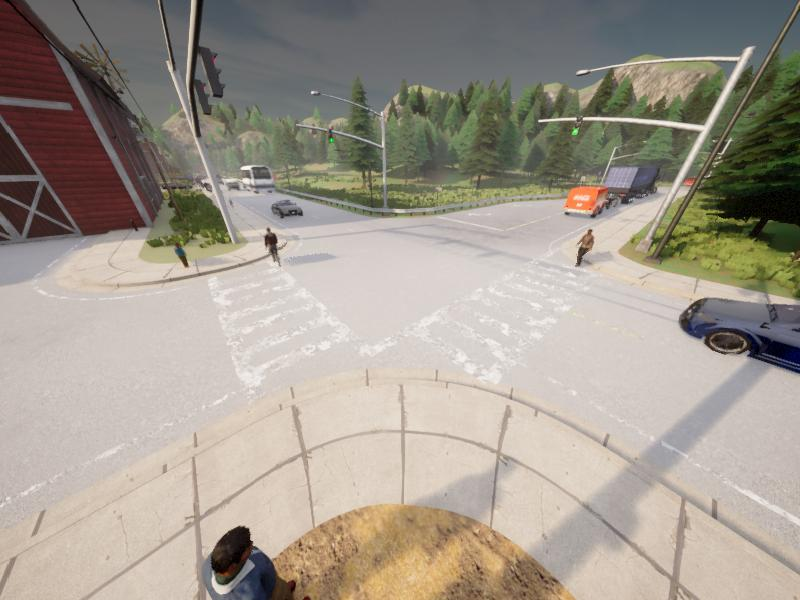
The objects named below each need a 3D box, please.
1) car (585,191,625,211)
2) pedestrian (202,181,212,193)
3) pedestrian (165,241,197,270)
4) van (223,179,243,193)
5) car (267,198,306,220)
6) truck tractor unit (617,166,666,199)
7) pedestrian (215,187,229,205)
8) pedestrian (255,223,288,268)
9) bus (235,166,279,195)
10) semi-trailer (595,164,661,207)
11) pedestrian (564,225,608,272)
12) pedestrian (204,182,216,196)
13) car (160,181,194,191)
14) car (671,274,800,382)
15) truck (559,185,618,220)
[{"bbox_3d":[23.813,-11.551,26.810,4.902,1.511,2.128,-22,37,-33],"label":"car"},{"bbox_3d":[-34.166,-20.037,40.841,0.751,1.860,0.751,-17,34,-27],"label":"pedestrian"},{"bbox_3d":[-9.681,-1.971,10.255,0.500,1.100,0.500,9,31,15],"label":"pedestrian"},{"bbox_3d":[-32.005,-21.918,44.276,2.069,2.038,4.480,-22,37,-33],"label":"van"},{"bbox_3d":[-11.084,-8.948,22.479,1.994,1.385,4.181,-22,37,-33],"label":"car"},{"bbox_3d":[37.246,-18.221,35.642,6.516,4.208,3.053,-22,37,-33],"label":"truck tractor unit"},{"bbox_3d":[-21.205,-12.364,27.549,0.751,1.860,0.751,-21,36,-32],"label":"pedestrian"},{"bbox_3d":[-5.969,-2.546,10.796,0.751,1.860,0.751,-22,37,-33],"label":"pedestrian"},{"bbox_3d":[-26.431,-22.159,42.464,3.944,4.253,10.273,-22,36,-33],"label":"bus"},{"bbox_3d":[31.130,-15.800,31.242,14.254,4.402,2.717,-22,37,-34],"label":"semi-trailer"},{"bbox_3d":[8.352,-2.324,10.453,0.751,1.860,0.751,-13,32,-21],"label":"pedestrian"},{"bbox_3d":[-30.079,-17.561,36.551,0.751,1.860,0.751,26,39,37],"label":"pedestrian"},{"bbox_3d":[-45.444,-23.247,47.133,4.792,1.488,2.163,-24,37,-35],"label":"car"},{"bbox_3d":[9.770,0.942,5.348,1.994,1.385,4.181,-22,37,-33],"label":"car"},{"bbox_3d":[18.192,-9.531,22.327,5.204,2.467,2.627,-23,37,-34],"label":"truck"}]
